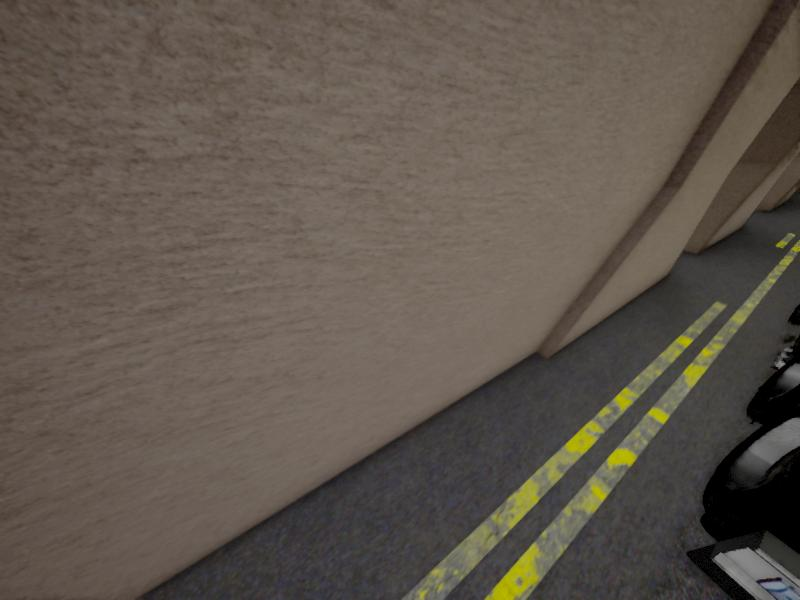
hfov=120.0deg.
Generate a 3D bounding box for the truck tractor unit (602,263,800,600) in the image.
[{"bbox_3d":[5.111,-0.299,0.793,6.516,4.208,3.053,-18,39,-24],"label":"truck tractor unit"}]
